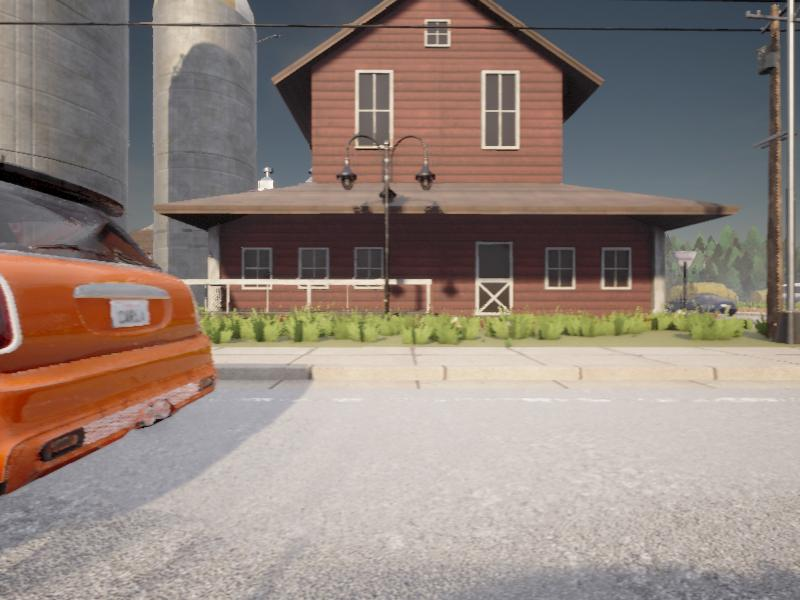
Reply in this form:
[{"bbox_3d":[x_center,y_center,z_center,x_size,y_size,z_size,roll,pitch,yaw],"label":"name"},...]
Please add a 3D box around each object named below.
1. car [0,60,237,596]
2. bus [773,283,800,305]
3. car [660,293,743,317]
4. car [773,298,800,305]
[{"bbox_3d":[-3.599,0.092,2.192,4.553,1.767,2.097,0,0,0],"label":"car"},{"bbox_3d":[78.061,-1.140,76.643,3.944,4.253,10.273,0,0,3],"label":"bus"},{"bbox_3d":[18.668,0.289,25.079,1.994,1.385,4.181,0,0,-1],"label":"car"},{"bbox_3d":[74.662,0.284,76.378,2.033,1.411,5.357,0,0,3],"label":"car"}]
